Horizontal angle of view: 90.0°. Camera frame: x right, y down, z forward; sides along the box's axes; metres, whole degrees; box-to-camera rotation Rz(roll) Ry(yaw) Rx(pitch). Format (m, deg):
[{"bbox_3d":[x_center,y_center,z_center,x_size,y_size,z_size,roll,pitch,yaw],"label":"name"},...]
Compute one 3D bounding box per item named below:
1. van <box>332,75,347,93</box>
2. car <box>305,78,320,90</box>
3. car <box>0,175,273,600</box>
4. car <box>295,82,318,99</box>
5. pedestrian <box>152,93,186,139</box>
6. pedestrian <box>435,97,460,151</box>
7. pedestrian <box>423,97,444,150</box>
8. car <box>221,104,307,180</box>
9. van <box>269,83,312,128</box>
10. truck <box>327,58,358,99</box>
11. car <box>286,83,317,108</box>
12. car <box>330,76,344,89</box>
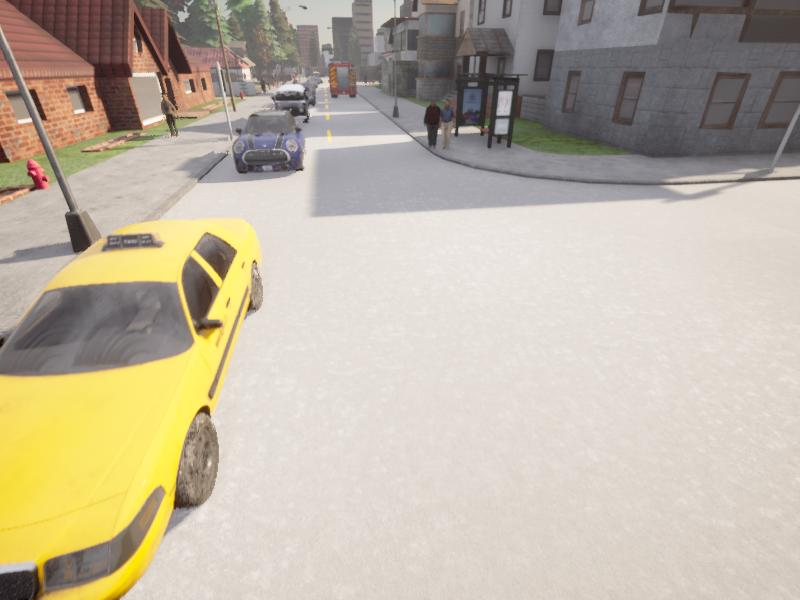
[{"bbox_3d":[-8.185,-29.238,54.128,1.775,1.987,4.442,-5,31,-8],"label":"van"},{"bbox_3d":[-14.629,-36.119,66.889,2.128,1.511,4.902,-5,31,-8],"label":"car"},{"bbox_3d":[-2.677,0.157,4.183,1.801,1.575,5.366,-5,31,-8],"label":"car"},{"bbox_3d":[-10.501,-23.719,45.178,2.163,1.488,4.792,-5,31,-8],"label":"car"},{"bbox_3d":[-10.620,-8.478,18.442,0.751,1.860,0.751,-5,31,-8],"label":"pedestrian"},{"bbox_3d":[1.851,-6.886,15.680,0.751,1.860,0.751,8,31,14],"label":"pedestrian"},{"bbox_3d":[1.327,-7.068,15.999,0.751,1.860,0.751,3,30,5],"label":"pedestrian"},{"bbox_3d":[-4.489,-5.690,13.987,2.097,1.767,4.553,-5,31,-9],"label":"car"},{"bbox_3d":[-6.612,-12.066,24.649,2.069,2.038,4.480,-5,31,-8],"label":"van"},{"bbox_3d":[-6.758,-25.686,46.220,2.891,3.827,8.468,-5,31,-8],"label":"truck"},{"bbox_3d":[-8.655,-18.153,35.441,2.242,1.667,4.611,-5,32,-8],"label":"car"},{"bbox_3d":[-10.308,-35.580,65.333,1.930,1.638,5.238,-5,31,-8],"label":"car"}]
